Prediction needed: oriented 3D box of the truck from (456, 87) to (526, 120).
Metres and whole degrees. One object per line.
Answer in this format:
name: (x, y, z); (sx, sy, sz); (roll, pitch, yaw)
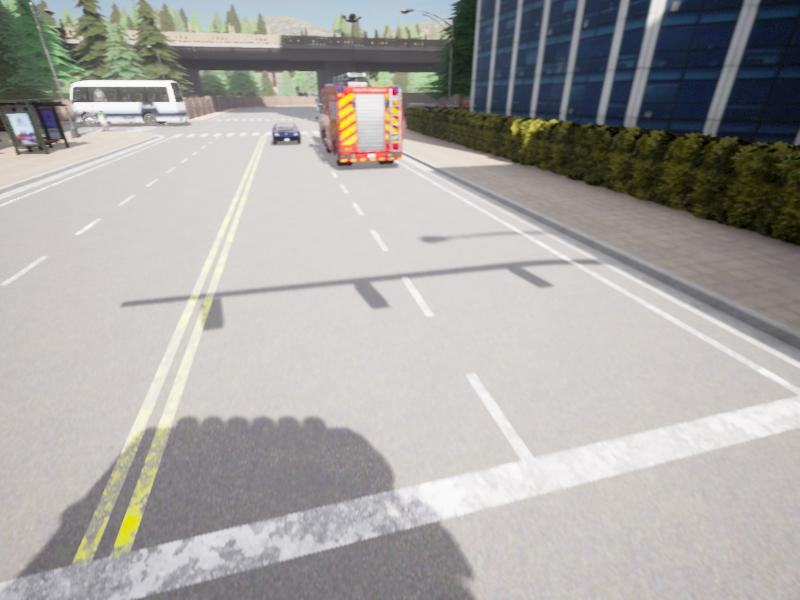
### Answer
truck: (12.308, -26.828, 54.509); (8.468, 3.827, 2.891); (-7, 28, -13)

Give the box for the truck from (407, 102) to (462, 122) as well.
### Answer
truck: (4.255, -23.412, 49.759); (6.274, 2.098, 2.390); (-7, 28, -13)

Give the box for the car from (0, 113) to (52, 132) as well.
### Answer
car: (-35.465, -16.490, 37.140); (4.181, 1.385, 1.994); (-8, 28, -14)

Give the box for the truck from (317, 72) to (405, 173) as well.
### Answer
truck: (-2.302, -9.321, 20.583); (2.891, 3.827, 8.468); (-7, 28, -13)

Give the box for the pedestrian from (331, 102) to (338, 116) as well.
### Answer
pedestrian: (-9.916, -28.961, 60.572); (0.751, 1.860, 0.751); (-7, 28, -13)

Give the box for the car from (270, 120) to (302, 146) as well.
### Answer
car: (-8.052, -11.839, 28.255); (1.895, 1.301, 4.718); (-7, 28, -13)

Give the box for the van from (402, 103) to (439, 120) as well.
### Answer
van: (2.658, -24.821, 52.627); (4.442, 1.987, 1.775); (-7, 28, -13)

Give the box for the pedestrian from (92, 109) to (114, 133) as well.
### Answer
pedestrian: (-25.539, -15.397, 34.408); (0.751, 1.860, 0.751); (5, 28, 10)

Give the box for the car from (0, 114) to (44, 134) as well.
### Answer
car: (-33.740, -15.109, 34.335); (4.193, 1.474, 1.816); (-8, 28, -14)

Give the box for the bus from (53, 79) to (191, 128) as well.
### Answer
bus: (-28.147, -20.309, 41.408); (10.273, 4.253, 3.944); (-4, 27, -9)

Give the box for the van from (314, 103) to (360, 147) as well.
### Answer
van: (-4.599, -12.637, 28.564); (2.351, 2.431, 6.366); (-7, 28, -13)
